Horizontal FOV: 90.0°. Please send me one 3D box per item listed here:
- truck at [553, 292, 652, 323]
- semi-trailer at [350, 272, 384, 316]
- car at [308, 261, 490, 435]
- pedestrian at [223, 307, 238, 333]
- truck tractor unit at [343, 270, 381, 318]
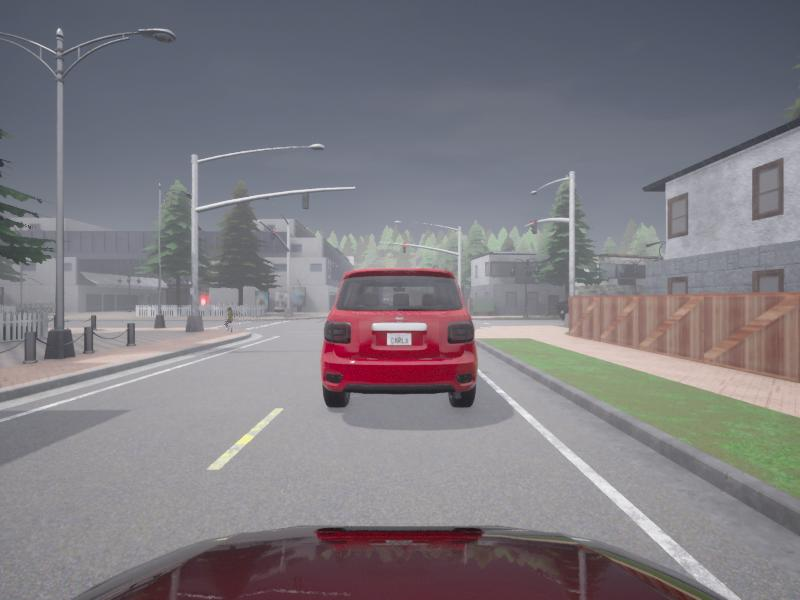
[{"bbox_3d":[14.789,0.523,29.358,6.274,2.098,2.390,0,0,-9],"label":"truck"},{"bbox_3d":[-3.555,-0.617,46.768,2.717,4.402,14.254,0,0,0],"label":"semi-trailer"},{"bbox_3d":[-0.013,0.568,7.496,2.150,2.045,5.566,0,0,0],"label":"car"},{"bbox_3d":[-7.360,0.865,17.395,0.500,1.100,0.500,0,0,-5],"label":"pedestrian"},{"bbox_3d":[-3.556,-0.519,38.855,3.053,4.208,6.516,0,0,0],"label":"truck tractor unit"}]
